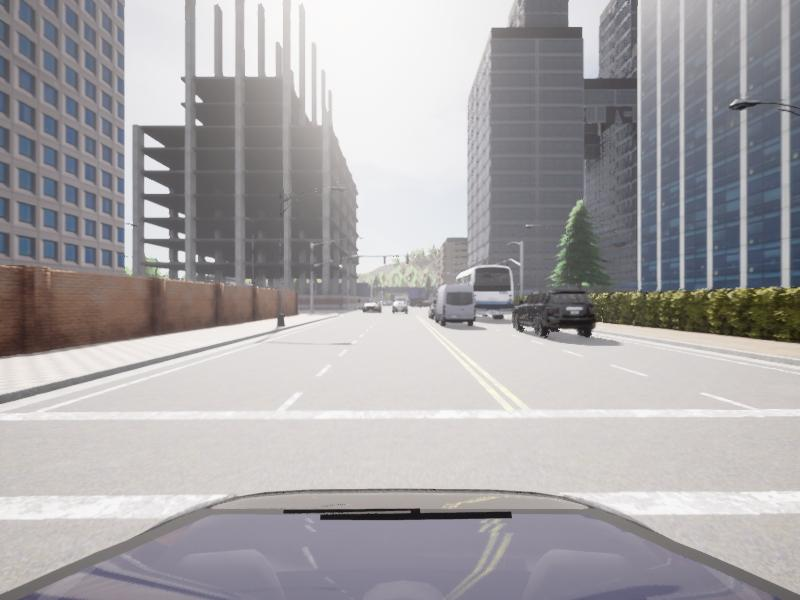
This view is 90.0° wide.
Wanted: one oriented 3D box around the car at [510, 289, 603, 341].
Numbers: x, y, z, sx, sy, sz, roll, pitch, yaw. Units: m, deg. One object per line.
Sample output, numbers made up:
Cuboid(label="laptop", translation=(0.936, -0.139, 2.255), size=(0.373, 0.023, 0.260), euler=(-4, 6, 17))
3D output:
Cuboid(label="car", translation=(7.008, 0.599, 18.732), size=(2.150, 2.045, 5.566), euler=(0, 0, 0))

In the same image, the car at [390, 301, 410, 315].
Cuboid(label="car", translation=(0.001, 0.881, 46.857), size=(2.128, 1.511, 4.902), euler=(0, 0, 0))

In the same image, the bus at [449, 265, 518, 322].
Cuboid(label="bus", translation=(6.880, -0.497, 35.160), size=(3.944, 4.253, 10.273), euler=(0, 0, 0))

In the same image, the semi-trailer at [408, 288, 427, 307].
Cuboid(label="semi-trailer", translation=(4.588, -0.552, 100.686), size=(2.717, 4.402, 14.254), euler=(0, 0, 10))

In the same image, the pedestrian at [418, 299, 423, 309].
Cuboid(label="pedestrian", translation=(3.559, 0.690, 69.432), size=(0.751, 1.860, 0.751), euler=(0, 0, -27))

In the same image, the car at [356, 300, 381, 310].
Cuboid(label="car", translation=(-5.115, 0.858, 65.633), size=(1.801, 1.575, 5.366), euler=(-1, 0, 23))

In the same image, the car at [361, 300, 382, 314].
Cuboid(label="car", translation=(-3.497, 0.806, 50.190), size=(2.242, 1.667, 4.611), euler=(0, 0, 0))

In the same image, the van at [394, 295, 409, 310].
Cuboid(label="van", translation=(0.203, 0.433, 70.245), size=(2.351, 2.431, 6.366), euler=(0, 0, -3))

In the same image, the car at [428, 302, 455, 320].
Cuboid(label="car", translation=(3.497, 0.908, 34.142), size=(1.812, 1.442, 4.674), euler=(0, 0, 0))

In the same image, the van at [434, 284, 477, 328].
Cuboid(label="van", translation=(3.509, 0.358, 26.386), size=(1.988, 2.561, 5.915), euler=(0, 0, 0))
